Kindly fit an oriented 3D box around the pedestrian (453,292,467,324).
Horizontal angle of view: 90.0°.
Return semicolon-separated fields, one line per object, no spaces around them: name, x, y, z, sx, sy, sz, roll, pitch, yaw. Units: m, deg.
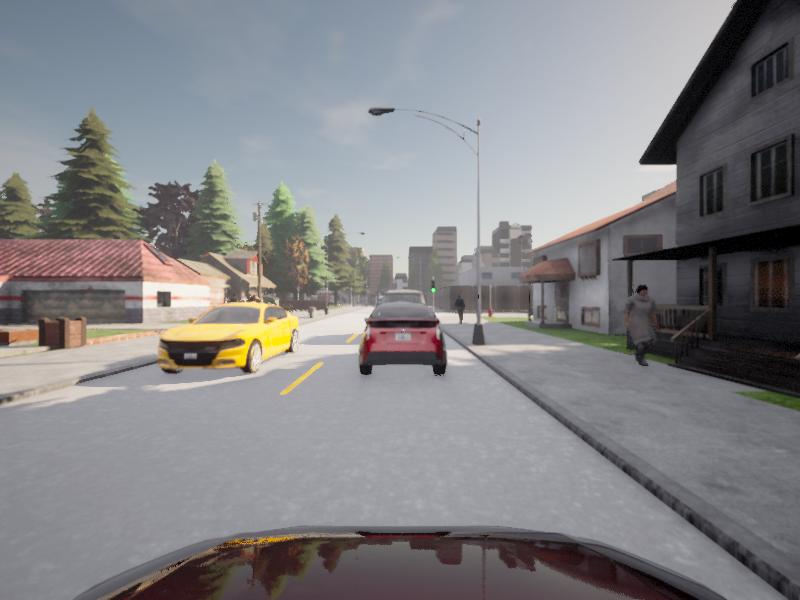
pedestrian;3.544;0.480;23.529;0.751;1.860;0.751;0;0;5

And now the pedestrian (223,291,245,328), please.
pedestrian;-8.495;0.485;20.495;0.751;1.860;0.751;0;0;4

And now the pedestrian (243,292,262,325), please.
pedestrian;-8.378;0.481;22.705;0.751;1.860;0.751;0;0;10

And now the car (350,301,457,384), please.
car;0.048;0.804;9.760;2.007;1.525;4.514;0;0;0

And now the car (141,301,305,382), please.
car;-3.957;0.799;10.105;1.882;1.535;5.008;0;0;1

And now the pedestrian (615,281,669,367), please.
pedestrian;5.404;0.512;8.990;0.751;1.860;0.751;0;0;-1

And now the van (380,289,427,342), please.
van;0.105;0.560;17.250;1.775;1.987;4.442;0;0;-1

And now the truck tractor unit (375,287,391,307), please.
truck tractor unit;-3.580;-0.719;87.407;3.053;4.208;6.516;0;0;1

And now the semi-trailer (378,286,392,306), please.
semi-trailer;-3.530;-0.837;95.319;2.717;4.402;14.254;0;0;0
